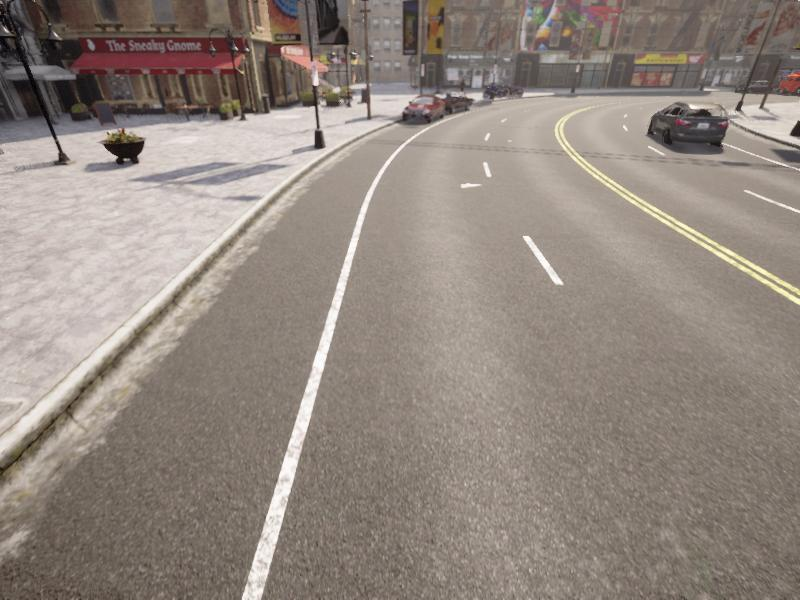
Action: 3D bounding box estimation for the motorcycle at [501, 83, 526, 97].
[{"bbox_3d":[12.315,-22.858,43.548,2.356,1.277,0.764,5,31,9],"label":"motorcycle"}]

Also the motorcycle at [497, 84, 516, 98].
[{"bbox_3d":[11.377,-22.351,42.738,1.805,1.236,0.856,5,31,9],"label":"motorcycle"}]

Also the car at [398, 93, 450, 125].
[{"bbox_3d":[1.639,-12.350,25.672,2.002,1.452,4.674,11,32,17],"label":"car"}]

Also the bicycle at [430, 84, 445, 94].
[{"bbox_3d":[4.414,-24.846,47.192,1.643,1.024,0.373,0,20,0],"label":"bicycle"}]

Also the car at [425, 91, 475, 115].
[{"bbox_3d":[3.855,-14.953,30.272,1.895,1.301,4.718,16,34,26],"label":"car"}]

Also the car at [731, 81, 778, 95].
[{"bbox_3d":[44.758,-26.881,50.610,3.806,1.475,1.970,-1,30,-3],"label":"car"}]

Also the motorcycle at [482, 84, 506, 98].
[{"bbox_3d":[9.843,-21.942,41.978,2.209,1.251,0.867,5,31,9],"label":"motorcycle"}]

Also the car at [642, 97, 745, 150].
[{"bbox_3d":[13.272,-8.297,18.538,2.242,1.667,4.611,8,31,13],"label":"car"}]

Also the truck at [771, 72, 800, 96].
[{"bbox_3d":[48.113,-25.580,47.316,5.204,2.467,2.627,0,30,0],"label":"truck"}]

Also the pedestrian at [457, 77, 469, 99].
[{"bbox_3d":[6.340,-21.413,40.419,0.751,1.860,0.751,22,37,33],"label":"pedestrian"}]
